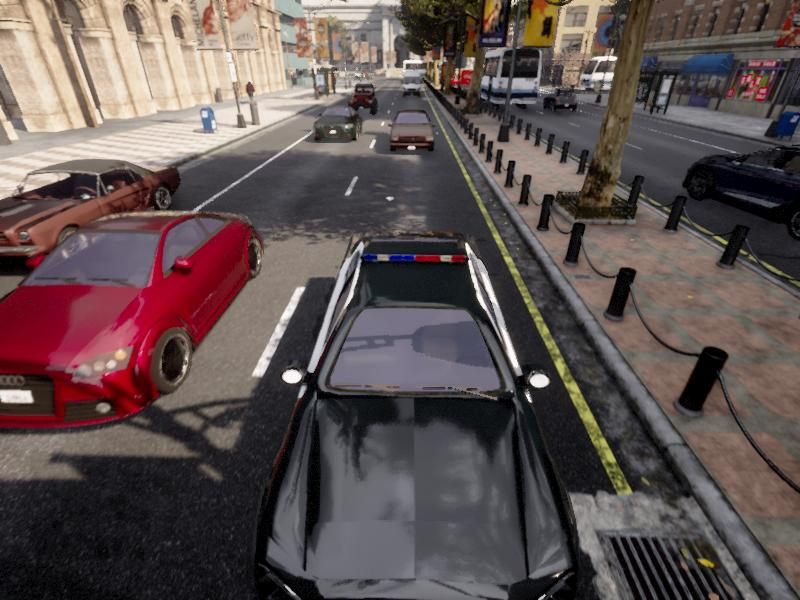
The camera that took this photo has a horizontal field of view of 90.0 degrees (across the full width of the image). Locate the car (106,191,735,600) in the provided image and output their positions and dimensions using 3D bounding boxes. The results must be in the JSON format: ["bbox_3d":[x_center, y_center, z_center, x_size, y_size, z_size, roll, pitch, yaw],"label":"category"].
[{"bbox_3d":[0.126,0.421,3.767,2.038,1.542,4.974,1,30,1],"label":"car"}]

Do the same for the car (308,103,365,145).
[{"bbox_3d":[-2.926,-8.610,19.349,1.994,1.385,4.181,1,30,1],"label":"car"}]

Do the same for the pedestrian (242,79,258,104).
[{"bbox_3d":[-12.946,-18.007,34.536,0.751,1.860,0.751,-1,30,-2],"label":"pedestrian"}]

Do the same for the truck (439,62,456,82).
[{"bbox_3d":[10.636,-51.166,89.679,2.891,3.827,8.468,1,30,1],"label":"truck"}]

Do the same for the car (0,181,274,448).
[{"bbox_3d":[-3.337,-0.308,5.158,1.994,1.385,4.181,1,30,1],"label":"car"}]

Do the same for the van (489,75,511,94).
[{"bbox_3d":[13.046,-28.433,52.666,1.775,1.987,4.442,1,30,1],"label":"van"}]

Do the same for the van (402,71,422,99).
[{"bbox_3d":[1.321,-24.253,44.935,1.988,2.561,5.915,1,30,1],"label":"van"}]

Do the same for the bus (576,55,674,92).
[{"bbox_3d":[30.414,-30.927,54.744,10.273,4.253,3.944,0,30,0],"label":"bus"}]

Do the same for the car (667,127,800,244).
[{"bbox_3d":[8.814,-2.640,8.929,2.033,1.649,4.856,-3,30,-4],"label":"car"}]

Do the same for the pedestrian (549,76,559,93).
[{"bbox_3d":[20.330,-28.467,52.826,0.751,1.860,0.751,-5,31,-9],"label":"pedestrian"}]

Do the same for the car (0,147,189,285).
[{"bbox_3d":[-6.503,-2.005,8.111,1.895,1.301,4.718,1,30,1],"label":"car"}]

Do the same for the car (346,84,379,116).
[{"bbox_3d":[-2.641,-14.600,29.070,1.905,1.878,3.866,1,30,1],"label":"car"}]

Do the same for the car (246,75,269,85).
[{"bbox_3d":[-24.910,-38.620,70.182,2.128,1.511,4.902,1,30,1],"label":"car"}]

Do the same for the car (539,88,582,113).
[{"bbox_3d":[12.421,-15.584,31.154,1.845,1.501,3.633,1,30,1],"label":"car"}]

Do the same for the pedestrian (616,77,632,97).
[{"bbox_3d":[24.439,-23.250,43.622,0.751,1.860,0.751,-5,31,-9],"label":"pedestrian"}]

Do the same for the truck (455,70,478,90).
[{"bbox_3d":[9.720,-32.332,58.814,2.627,2.467,5.204,1,29,2],"label":"truck"}]

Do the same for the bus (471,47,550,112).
[{"bbox_3d":[8.912,-19.024,34.331,3.944,4.253,10.273,1,30,1],"label":"bus"}]

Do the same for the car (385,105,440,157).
[{"bbox_3d":[0.520,-7.548,17.520,2.033,1.411,5.357,1,30,1],"label":"car"}]
